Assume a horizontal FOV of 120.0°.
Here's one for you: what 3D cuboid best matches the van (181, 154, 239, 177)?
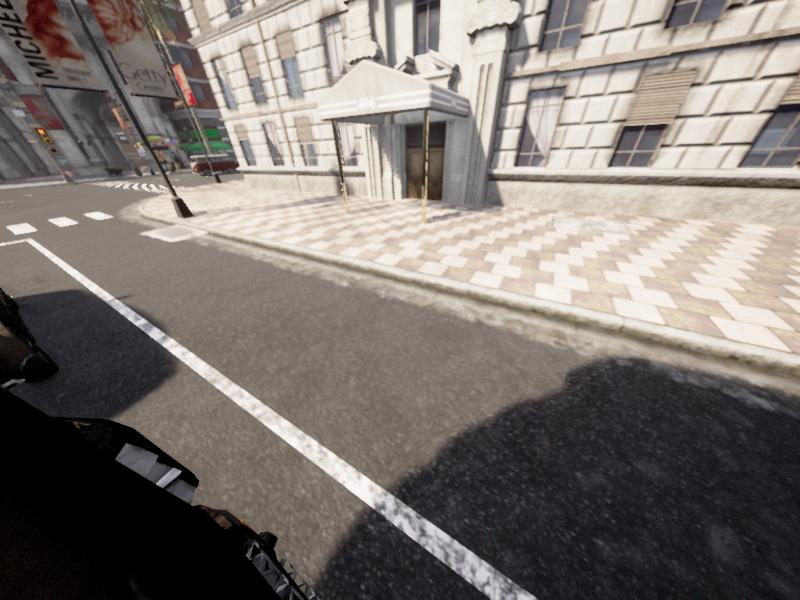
[{"bbox_3d":[-21.844,-15.673,26.827,1.775,1.987,4.442,16,38,26],"label":"van"}]

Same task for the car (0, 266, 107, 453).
[{"bbox_3d":[-5.895,0.316,2.397,4.902,1.511,2.128,16,38,25],"label":"car"}]

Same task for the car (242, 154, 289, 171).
[{"bbox_3d":[-18.338,-18.994,31.864,1.930,1.638,5.238,17,39,26],"label":"car"}]

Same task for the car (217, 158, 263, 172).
[{"bbox_3d":[-22.213,-18.898,32.278,1.895,1.301,4.718,17,38,26],"label":"car"}]
